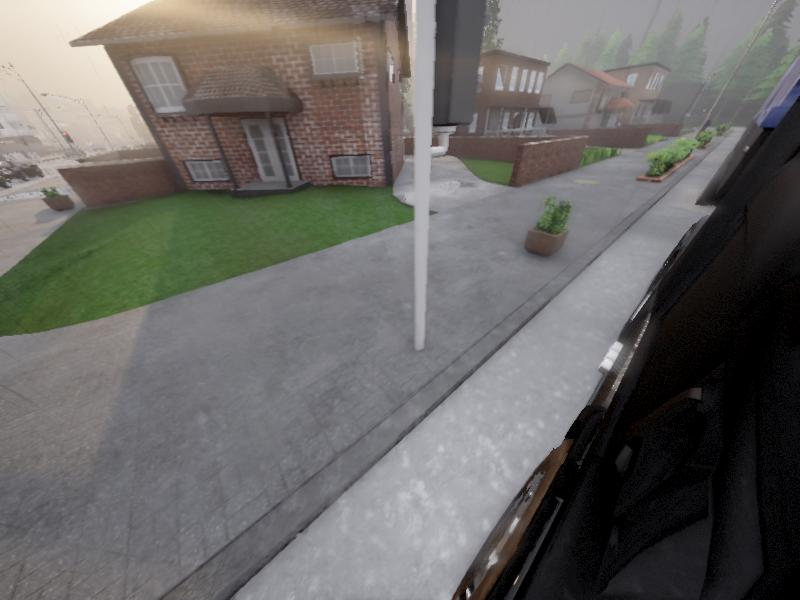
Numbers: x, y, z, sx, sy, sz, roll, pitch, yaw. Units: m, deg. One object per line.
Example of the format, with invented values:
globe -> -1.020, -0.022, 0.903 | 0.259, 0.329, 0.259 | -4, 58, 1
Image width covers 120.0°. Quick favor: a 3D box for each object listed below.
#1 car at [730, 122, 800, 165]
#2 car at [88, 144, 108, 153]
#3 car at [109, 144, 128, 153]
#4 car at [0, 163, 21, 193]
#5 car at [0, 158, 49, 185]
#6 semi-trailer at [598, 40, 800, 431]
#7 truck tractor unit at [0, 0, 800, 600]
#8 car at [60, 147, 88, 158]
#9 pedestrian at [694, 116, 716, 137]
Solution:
car -> 20.995, -8.965, 13.077 | 5.238, 1.638, 1.930 | -28, 44, -30
car -> -76.147, -38.331, 58.307 | 1.930, 1.638, 5.238 | -28, 44, -30
car -> -70.550, -38.104, 57.923 | 2.152, 1.651, 5.027 | -28, 44, -30
car -> -24.301, -6.595, 12.779 | 2.033, 1.411, 5.357 | -28, 44, -30
car -> -28.924, -9.561, 17.122 | 1.895, 1.301, 4.718 | -27, 43, -29
semi-trailer -> 8.697, -3.591, 4.250 | 14.254, 4.402, 2.717 | -28, 44, -30
truck tractor unit -> 2.645, -0.295, 0.351 | 6.516, 4.208, 3.053 | -28, 44, -30
car -> -59.791, -27.065, 42.402 | 1.994, 1.385, 4.181 | -28, 44, -30
pedestrian -> 35.779, -20.348, 27.107 | 0.751, 1.860, 0.751 | -32, 46, -33
